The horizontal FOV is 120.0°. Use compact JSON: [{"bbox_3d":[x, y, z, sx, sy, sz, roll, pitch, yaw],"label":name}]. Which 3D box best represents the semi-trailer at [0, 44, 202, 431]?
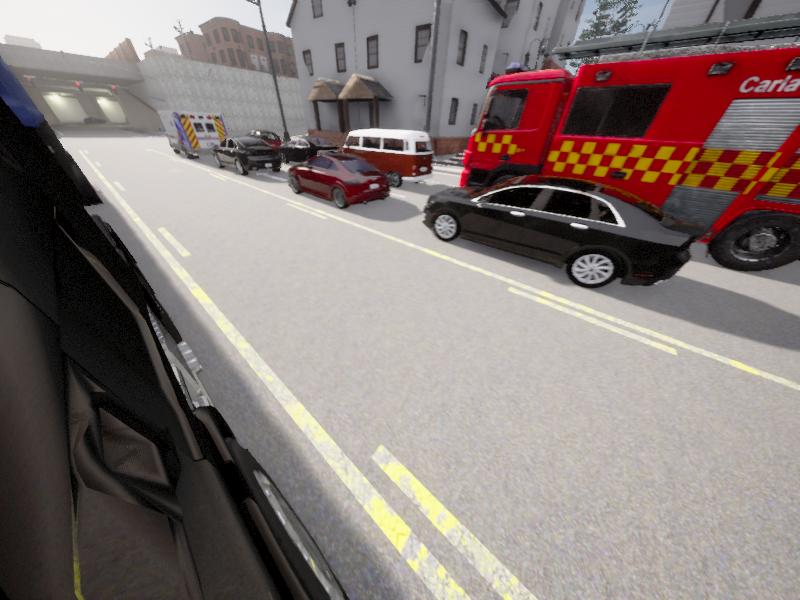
[{"bbox_3d":[-8.707,-3.593,4.229,14.254,4.402,2.717,28,44,30],"label":"semi-trailer"}]

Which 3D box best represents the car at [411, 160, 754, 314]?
[{"bbox_3d":[2.781,-1.786,4.906,4.892,1.490,1.837,28,44,30],"label":"car"}]

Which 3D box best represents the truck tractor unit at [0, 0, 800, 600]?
[{"bbox_3d":[-2.645,-0.295,0.351,6.516,4.208,3.053,28,44,30],"label":"truck tractor unit"}]

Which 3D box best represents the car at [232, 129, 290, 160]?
[{"bbox_3d":[-10.277,-11.564,17.081,3.988,1.617,1.851,28,44,30],"label":"car"}]

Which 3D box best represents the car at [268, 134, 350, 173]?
[{"bbox_3d":[-5.553,-8.992,14.007,4.902,1.511,2.128,28,44,30],"label":"car"}]

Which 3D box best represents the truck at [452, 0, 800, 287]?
[{"bbox_3d":[6.071,-3.735,5.745,8.468,3.827,2.891,28,44,30],"label":"truck"}]

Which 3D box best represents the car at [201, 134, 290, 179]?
[{"bbox_3d":[-8.055,-7.575,11.995,4.892,1.490,1.837,28,44,30],"label":"car"}]

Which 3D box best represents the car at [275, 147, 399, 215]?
[{"bbox_3d":[-2.282,-4.424,8.234,4.181,1.385,1.994,30,45,31],"label":"car"}]

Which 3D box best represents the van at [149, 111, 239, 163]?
[{"bbox_3d":[-13.920,-11.095,15.569,6.366,2.431,2.351,28,44,30],"label":"van"}]

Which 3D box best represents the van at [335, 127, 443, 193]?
[{"bbox_3d":[-0.627,-6.580,10.636,4.480,2.038,2.069,28,44,30],"label":"van"}]
